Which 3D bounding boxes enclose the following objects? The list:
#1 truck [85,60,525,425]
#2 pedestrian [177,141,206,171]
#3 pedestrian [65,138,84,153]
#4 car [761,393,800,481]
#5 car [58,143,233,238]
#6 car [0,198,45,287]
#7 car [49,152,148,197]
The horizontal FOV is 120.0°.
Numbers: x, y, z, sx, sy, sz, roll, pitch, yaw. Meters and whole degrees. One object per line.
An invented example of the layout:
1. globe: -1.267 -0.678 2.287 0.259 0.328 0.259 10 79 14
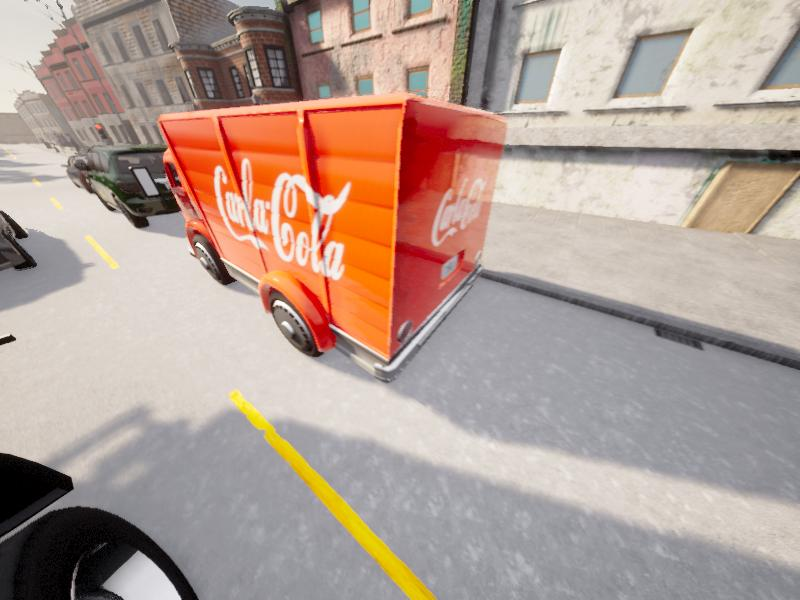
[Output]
1. truck: -1.509 -1.292 3.595 5.204 2.467 2.627 22 41 28
2. pedestrian: -15.589 -10.820 17.330 0.751 1.860 0.751 21 40 27
3. pedestrian: -48.031 -22.819 34.128 0.751 1.860 0.751 19 39 25
4. car: 5.014 1.850 0.203 4.718 1.301 1.895 22 40 27
5. car: -8.483 -3.960 7.700 5.566 2.045 2.150 22 41 28
6. car: -9.512 -1.409 4.398 4.611 1.667 2.242 22 41 28
7. car: -15.213 -6.467 11.663 4.514 1.525 2.007 22 41 28
